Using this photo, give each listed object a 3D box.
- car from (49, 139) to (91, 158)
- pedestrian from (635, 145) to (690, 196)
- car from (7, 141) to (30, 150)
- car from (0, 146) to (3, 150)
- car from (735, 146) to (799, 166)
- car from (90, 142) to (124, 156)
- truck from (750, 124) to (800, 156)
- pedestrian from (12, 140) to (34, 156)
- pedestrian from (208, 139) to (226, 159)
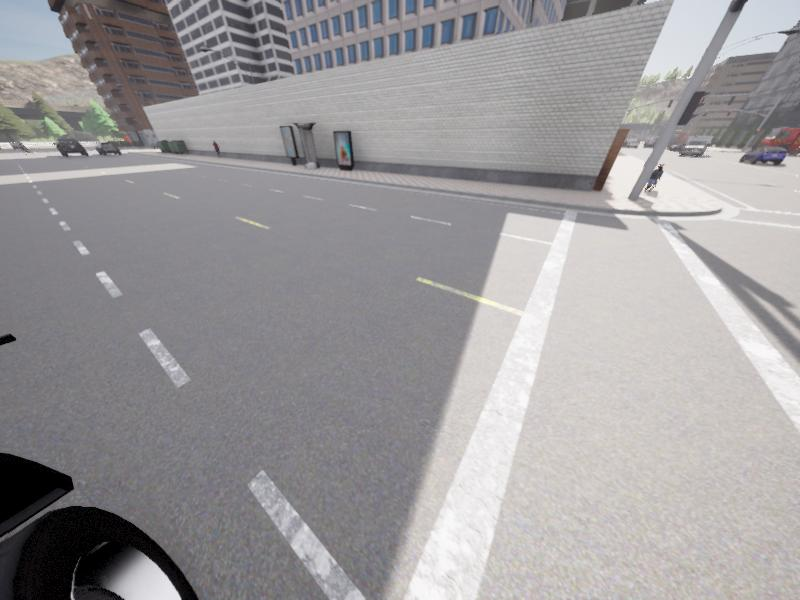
[{"bbox_3d":[-46.007,-21.261,32.217,5.566,2.045,2.150,22,41,28],"label":"car"},{"bbox_3d":[11.454,-5.715,10.183,0.751,1.860,0.751,19,39,24],"label":"pedestrian"},{"bbox_3d":[-78.976,-31.923,47.786,4.193,1.474,1.816,22,41,28],"label":"car"},{"bbox_3d":[-85.255,-32.073,48.148,4.718,1.301,1.895,25,42,31],"label":"car"},{"bbox_3d":[37.574,-14.914,23.828,2.007,1.525,4.514,23,41,29],"label":"car"},{"bbox_3d":[-43.936,-22.724,34.639,4.856,1.649,2.033,22,41,28],"label":"car"},{"bbox_3d":[60.455,-23.537,34.059,8.468,3.827,2.891,21,40,27],"label":"truck"},{"bbox_3d":[-55.867,-22.544,34.239,0.751,1.860,0.751,18,39,24],"label":"pedestrian"},{"bbox_3d":[-20.614,-16.989,26.036,0.751,1.860,0.751,25,42,30],"label":"pedestrian"}]
